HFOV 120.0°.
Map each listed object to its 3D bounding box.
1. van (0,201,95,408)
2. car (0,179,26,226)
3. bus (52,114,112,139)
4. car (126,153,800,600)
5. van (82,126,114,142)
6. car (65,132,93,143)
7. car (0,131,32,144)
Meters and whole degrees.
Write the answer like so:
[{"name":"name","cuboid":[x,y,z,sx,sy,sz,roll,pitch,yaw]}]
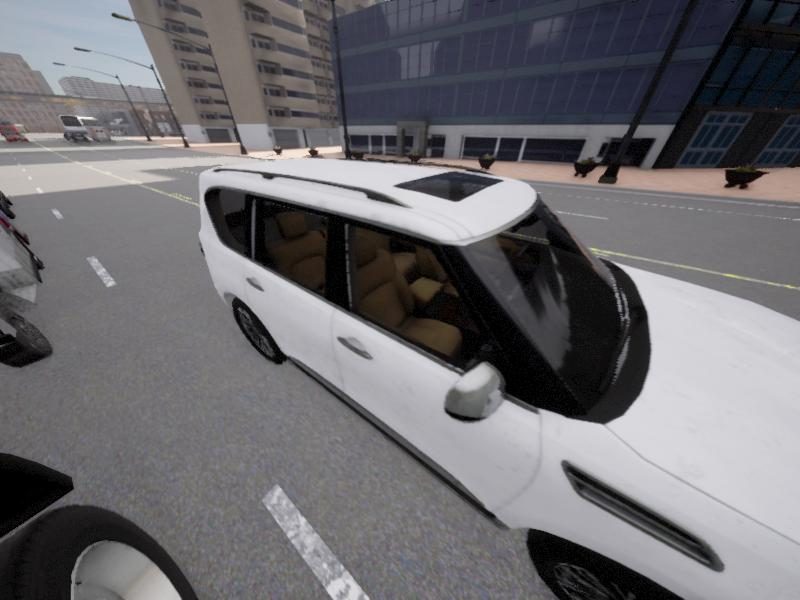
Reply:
[{"name":"van","cuboid":[-6.939,-0.704,2.774,6.366,2.431,2.351,22,40,28]},{"name":"car","cuboid":[-14.625,-3.449,7.425,4.902,1.511,2.128,22,41,28]},{"name":"bus","cuboid":[-74.890,-41.053,54.930,3.944,4.253,10.273,-16,39,-23]},{"name":"car","cuboid":[0.238,-0.076,2.234,5.566,2.045,2.150,22,41,28]},{"name":"van","cuboid":[-62.709,-34.487,47.948,6.366,2.431,2.351,24,42,27]},{"name":"car","cuboid":[-60.941,-30.758,43.812,4.902,1.511,2.128,24,42,27]},{"name":"car","cuboid":[-66.635,-28.226,40.029,4.611,1.667,2.242,24,42,27]}]
